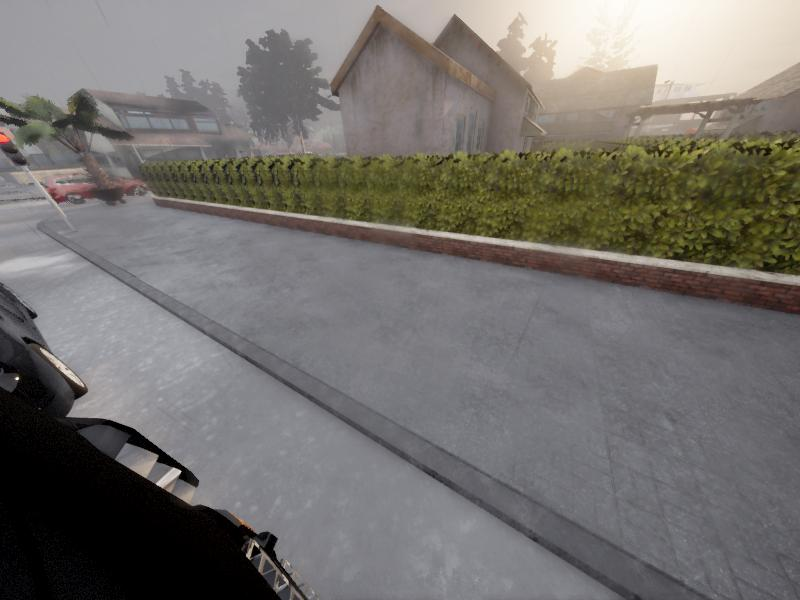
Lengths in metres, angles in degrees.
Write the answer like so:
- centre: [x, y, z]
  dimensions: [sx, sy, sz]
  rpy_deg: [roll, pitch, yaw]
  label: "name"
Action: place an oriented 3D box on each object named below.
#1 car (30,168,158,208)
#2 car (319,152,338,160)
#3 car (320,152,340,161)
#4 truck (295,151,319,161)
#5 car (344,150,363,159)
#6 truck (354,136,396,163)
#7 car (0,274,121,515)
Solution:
- centre: [-19.846, -7.549, 15.297]
  dimensions: [2.242, 1.667, 4.611]
  rpy_deg: [19, 39, 29]
  label: "car"
- centre: [-20.150, -40.559, 65.011]
  dimensions: [4.856, 1.649, 2.033]
  rpy_deg: [16, 38, 26]
  label: "car"
- centre: [-18.269, -37.421, 60.246]
  dimensions: [4.611, 1.667, 2.242]
  rpy_deg: [16, 38, 26]
  label: "car"
- centre: [-25.668, -39.763, 63.819]
  dimensions: [6.274, 2.098, 2.390]
  rpy_deg: [16, 38, 26]
  label: "truck"
- centre: [-12.324, -38.386, 61.018]
  dimensions: [4.553, 1.767, 2.097]
  rpy_deg: [16, 38, 26]
  label: "car"
- centre: [-4.349, -28.400, 43.543]
  dimensions: [2.891, 3.827, 8.468]
  rpy_deg: [18, 39, 28]
  label: "truck"
- centre: [-5.340, 0.495, 2.210]
  dimensions: [5.008, 1.535, 1.882]
  rpy_deg: [16, 38, 26]
  label: "car"
